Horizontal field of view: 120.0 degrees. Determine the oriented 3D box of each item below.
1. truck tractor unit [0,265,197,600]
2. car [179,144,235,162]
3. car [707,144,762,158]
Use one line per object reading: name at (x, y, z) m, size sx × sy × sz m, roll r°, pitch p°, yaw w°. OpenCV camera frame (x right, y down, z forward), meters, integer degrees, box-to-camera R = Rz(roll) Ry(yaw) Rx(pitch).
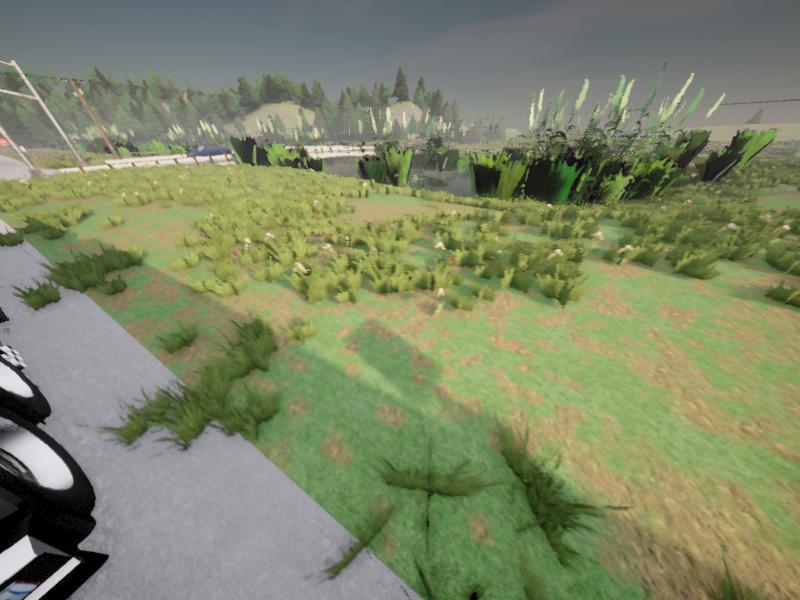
truck tractor unit at (-5.116, -0.296, 0.778) m, size 6.516 × 4.208 × 3.053 m, roll 18°, pitch 39°, yaw 24°
car at (-23.092, -17.833, 27.862) m, size 1.812 × 1.442 × 4.674 m, roll 22°, pitch 43°, yaw 29°
car at (46.229, -20.731, 32.073) m, size 3.806 × 1.475 × 1.970 m, roll 22°, pitch 41°, yaw 29°
